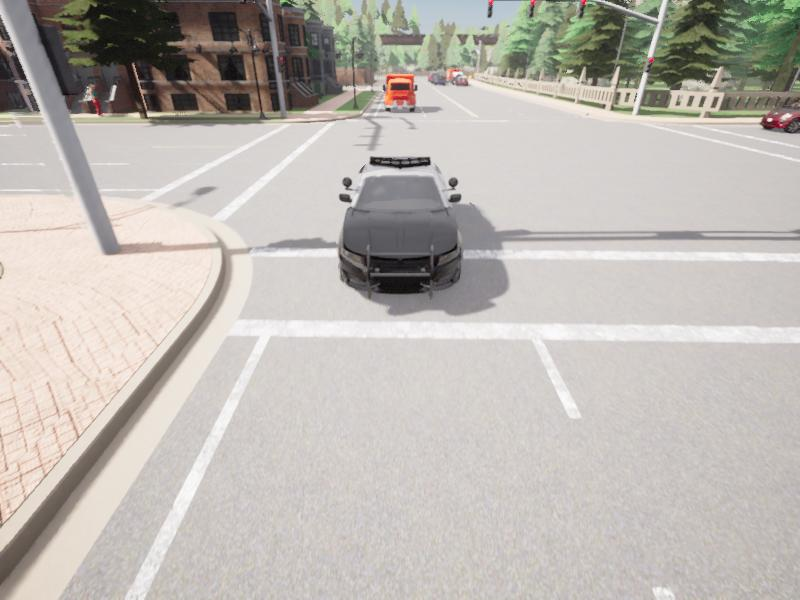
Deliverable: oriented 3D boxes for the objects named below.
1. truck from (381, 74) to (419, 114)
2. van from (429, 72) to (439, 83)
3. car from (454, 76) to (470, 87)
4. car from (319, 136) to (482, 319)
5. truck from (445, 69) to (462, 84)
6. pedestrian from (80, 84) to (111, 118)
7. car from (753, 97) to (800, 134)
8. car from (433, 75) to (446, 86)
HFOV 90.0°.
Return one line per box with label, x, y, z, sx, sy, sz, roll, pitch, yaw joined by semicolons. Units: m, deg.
truck;0.005;-16.090;31.041;2.627;2.467;5.204;0;31;0
van;7.004;-45.876;82.432;1.775;1.987;4.442;0;30;0
car;10.505;-37.132;67.998;1.970;1.475;3.806;0;30;0
car;0.004;-1.769;7.394;1.930;1.638;5.238;0;30;0
truck;10.508;-44.222;79.130;2.627;2.467;5.204;0;30;0
pedestrian;-19.301;-12.635;25.388;0.751;1.860;0.751;0;30;0
car;21.678;-9.761;21.105;3.988;1.617;1.851;1;30;2
car;7.006;-38.710;70.563;1.851;1.617;3.988;0;30;0
